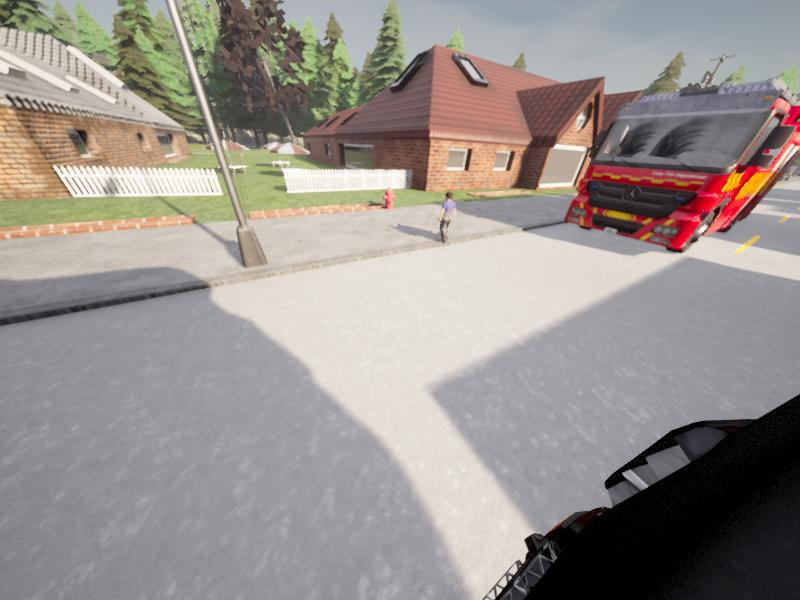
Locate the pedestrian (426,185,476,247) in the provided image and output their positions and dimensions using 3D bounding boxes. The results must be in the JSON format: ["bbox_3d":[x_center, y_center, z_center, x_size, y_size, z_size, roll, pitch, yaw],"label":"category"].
[{"bbox_3d":[1.238,-2.139,5.879,0.751,1.300,0.751,-12,36,-21],"label":"pedestrian"}]

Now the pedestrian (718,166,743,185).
[{"bbox_3d":[38.318,-14.408,26.816,0.751,1.860,0.751,-17,38,-27],"label":"pedestrian"}]

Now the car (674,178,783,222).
[{"bbox_3d":[16.998,-5.326,11.977,4.902,1.511,2.128,-16,38,-26],"label":"car"}]

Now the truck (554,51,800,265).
[{"bbox_3d":[9.713,-4.216,7.629,8.468,3.827,2.891,-16,38,-26],"label":"truck"}]
